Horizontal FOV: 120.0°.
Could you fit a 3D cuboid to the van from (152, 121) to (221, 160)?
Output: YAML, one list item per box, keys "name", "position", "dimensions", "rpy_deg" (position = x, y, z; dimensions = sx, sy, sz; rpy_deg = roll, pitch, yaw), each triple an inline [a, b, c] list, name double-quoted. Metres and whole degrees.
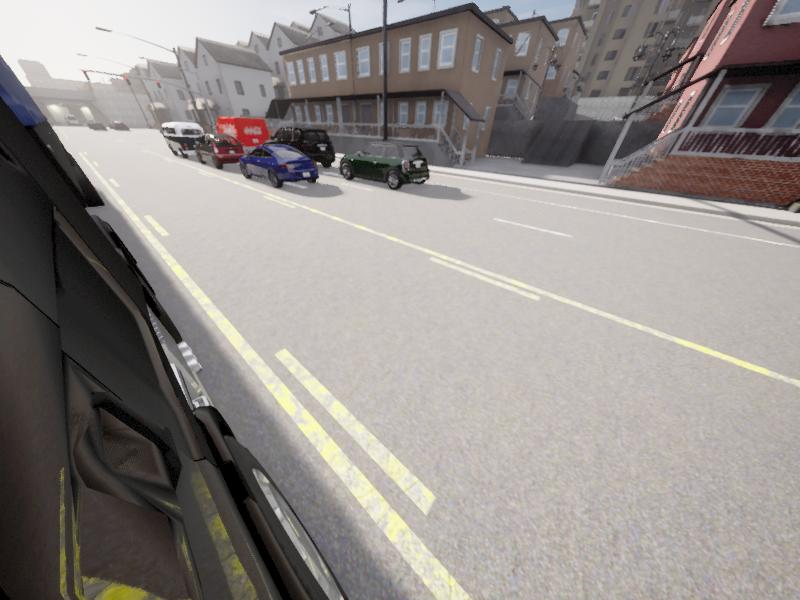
- name: "van"
  position: [-15.446, -11.570, 16.725]
  dimensions: [4.480, 2.038, 2.069]
  rpy_deg: [28, 43, 30]

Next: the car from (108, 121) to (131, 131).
- name: "car"
  position: [-62.377, -38.693, 51.385]
  dimensions: [4.611, 1.667, 2.242]
  rpy_deg: [28, 44, 30]

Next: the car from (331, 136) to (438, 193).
- name: "car"
  position: [-0.837, -6.531, 10.865]
  dimensions: [4.553, 1.767, 2.097]
  rpy_deg: [28, 44, 30]

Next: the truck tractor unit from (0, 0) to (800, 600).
- name: "truck tractor unit"
  position: [-2.645, -0.295, 0.352]
  dimensions: [6.516, 4.208, 3.053]
  rpy_deg: [28, 44, 30]

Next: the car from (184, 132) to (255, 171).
- name: "car"
  position: [-10.751, -8.932, 13.765]
  dimensions: [3.988, 1.617, 1.851]
  rpy_deg: [28, 43, 30]

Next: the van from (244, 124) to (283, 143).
- name: "van"
  position: [-20.731, -25.487, 35.348]
  dimensions: [1.775, 1.987, 4.442]
  rpy_deg: [28, 48, 30]

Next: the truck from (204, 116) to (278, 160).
- name: "truck"
  position: [-12.460, -12.806, 18.183]
  dimensions: [5.204, 2.467, 2.627]
  rpy_deg: [29, 44, 31]

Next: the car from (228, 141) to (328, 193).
- name: "car"
  position: [-5.509, -6.109, 10.355]
  dimensions: [4.674, 1.442, 1.812]
  rpy_deg: [28, 44, 30]

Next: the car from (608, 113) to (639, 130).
- name: "car"
  position: [39.389, -31.454, 40.720]
  dimensions: [3.806, 1.475, 1.970]
  rpy_deg: [37, 48, 21]

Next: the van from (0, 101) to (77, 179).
- name: "van"
  position: [-18.017, -7.676, 10.920]
  dimensions: [5.915, 2.561, 1.988]
  rpy_deg: [28, 44, 30]

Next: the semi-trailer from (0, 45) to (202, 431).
- name: "semi-trailer"
  position: [-8.708, -3.569, 4.260]
  dimensions: [14.254, 4.402, 2.717]
  rpy_deg: [28, 44, 30]

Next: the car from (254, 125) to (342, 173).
- name: "car"
  position: [-6.382, -9.525, 14.415]
  dimensions: [5.566, 2.045, 2.150]
  rpy_deg: [28, 44, 30]
